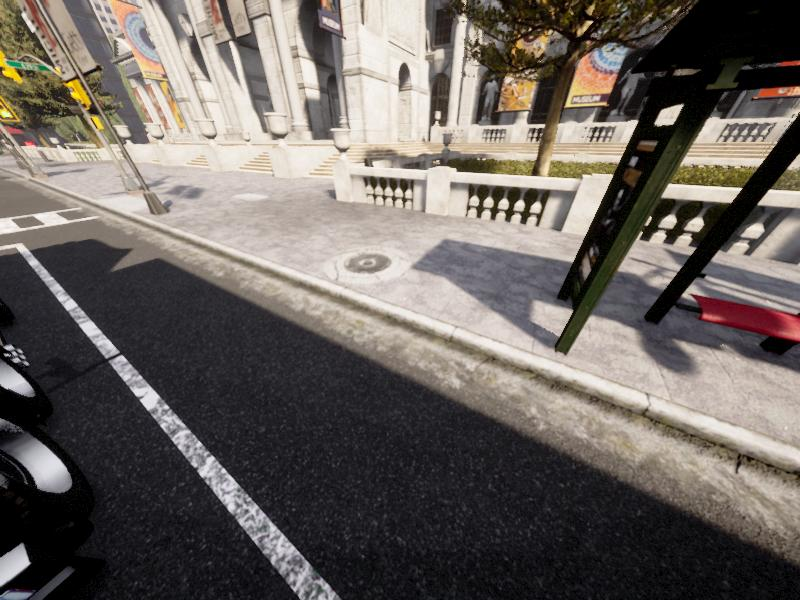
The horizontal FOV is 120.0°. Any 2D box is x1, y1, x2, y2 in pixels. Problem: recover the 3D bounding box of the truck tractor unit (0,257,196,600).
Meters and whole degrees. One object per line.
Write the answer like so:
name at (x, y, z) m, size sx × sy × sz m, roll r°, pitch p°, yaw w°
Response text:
truck tractor unit at (-5.097, -0.316, 0.793) m, size 6.516 × 4.208 × 3.053 m, roll 19°, pitch 39°, yaw 25°
